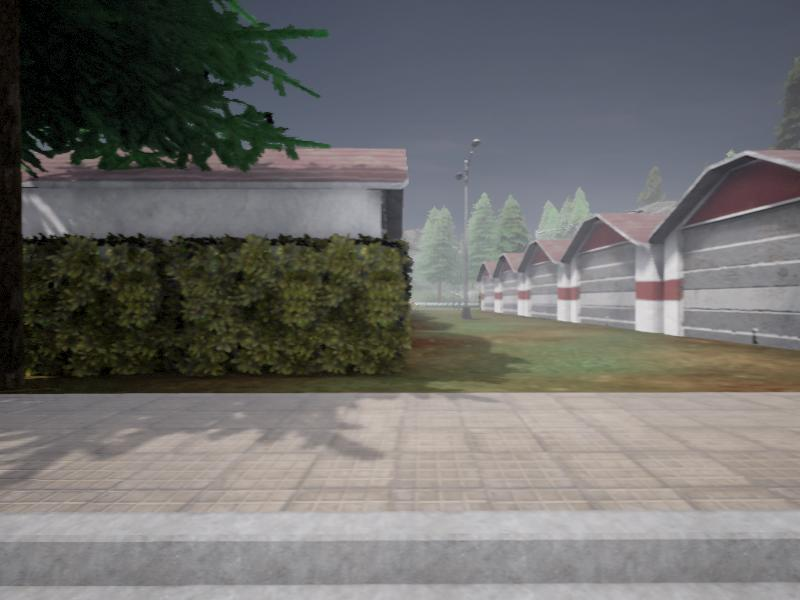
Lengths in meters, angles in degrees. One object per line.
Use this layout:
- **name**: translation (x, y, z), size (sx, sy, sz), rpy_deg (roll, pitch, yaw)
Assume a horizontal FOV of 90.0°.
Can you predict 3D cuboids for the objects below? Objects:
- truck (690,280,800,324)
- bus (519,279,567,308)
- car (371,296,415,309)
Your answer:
- **truck**: translation (19.638, 0.111, 22.297), size (2.390, 2.098, 6.274), rpy_deg (0, 0, 0)
- **bus**: translation (22.852, -1.002, 64.753), size (3.944, 4.253, 10.273), rpy_deg (0, 0, 0)
- **car**: translation (-0.849, 0.336, 49.751), size (5.366, 1.575, 1.801), rpy_deg (0, 0, -1)
